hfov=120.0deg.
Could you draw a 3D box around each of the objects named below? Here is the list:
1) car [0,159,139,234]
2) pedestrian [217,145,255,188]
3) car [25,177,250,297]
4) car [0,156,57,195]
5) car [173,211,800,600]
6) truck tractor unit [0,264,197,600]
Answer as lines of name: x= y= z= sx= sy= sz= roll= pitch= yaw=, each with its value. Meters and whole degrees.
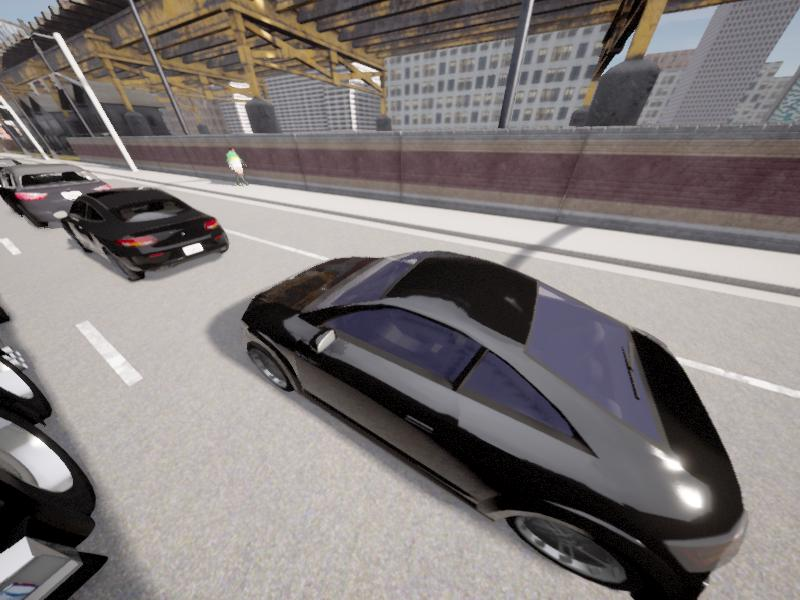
car: x=-12.170 y=-3.883 z=8.179 sx=4.611 sy=1.667 sz=2.242 roll=18 pitch=39 yaw=24
pedestrian: x=-8.592 y=-7.022 z=12.182 sx=0.751 sy=1.860 sz=0.751 roll=10 pitch=36 yaw=14
car: x=-5.970 y=-1.762 z=5.294 sx=4.674 sy=1.442 sz=1.812 roll=18 pitch=39 yaw=24
car: x=-22.199 y=-7.096 z=12.988 sx=4.902 sy=1.511 sz=2.128 roll=18 pitch=39 yaw=24
car: x=0.207 y=0.290 z=2.379 sx=4.181 sy=1.385 sz=1.994 roll=18 pitch=39 yaw=24
truck tractor unit: x=-5.117 y=-0.292 z=0.789 sx=6.516 sy=4.208 sz=3.053 roll=18 pitch=39 yaw=24
